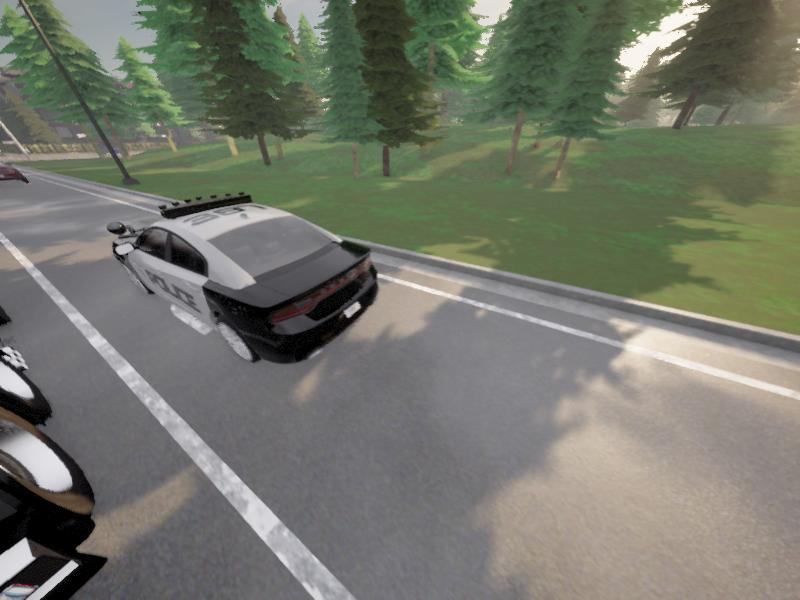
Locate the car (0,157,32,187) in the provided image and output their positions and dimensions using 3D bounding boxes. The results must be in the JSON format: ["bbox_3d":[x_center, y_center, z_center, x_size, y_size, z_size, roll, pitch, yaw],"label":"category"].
[{"bbox_3d":[-27.286,-8.624,15.485,4.674,1.442,1.812,18,39,24],"label":"car"}]

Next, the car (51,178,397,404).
[{"bbox_3d":[-2.809,-0.785,3.748,5.238,1.638,1.930,18,39,24],"label":"car"}]

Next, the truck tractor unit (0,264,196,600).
[{"bbox_3d":[-5.114,-0.294,0.795,6.516,4.208,3.053,18,39,24],"label":"truck tractor unit"}]
